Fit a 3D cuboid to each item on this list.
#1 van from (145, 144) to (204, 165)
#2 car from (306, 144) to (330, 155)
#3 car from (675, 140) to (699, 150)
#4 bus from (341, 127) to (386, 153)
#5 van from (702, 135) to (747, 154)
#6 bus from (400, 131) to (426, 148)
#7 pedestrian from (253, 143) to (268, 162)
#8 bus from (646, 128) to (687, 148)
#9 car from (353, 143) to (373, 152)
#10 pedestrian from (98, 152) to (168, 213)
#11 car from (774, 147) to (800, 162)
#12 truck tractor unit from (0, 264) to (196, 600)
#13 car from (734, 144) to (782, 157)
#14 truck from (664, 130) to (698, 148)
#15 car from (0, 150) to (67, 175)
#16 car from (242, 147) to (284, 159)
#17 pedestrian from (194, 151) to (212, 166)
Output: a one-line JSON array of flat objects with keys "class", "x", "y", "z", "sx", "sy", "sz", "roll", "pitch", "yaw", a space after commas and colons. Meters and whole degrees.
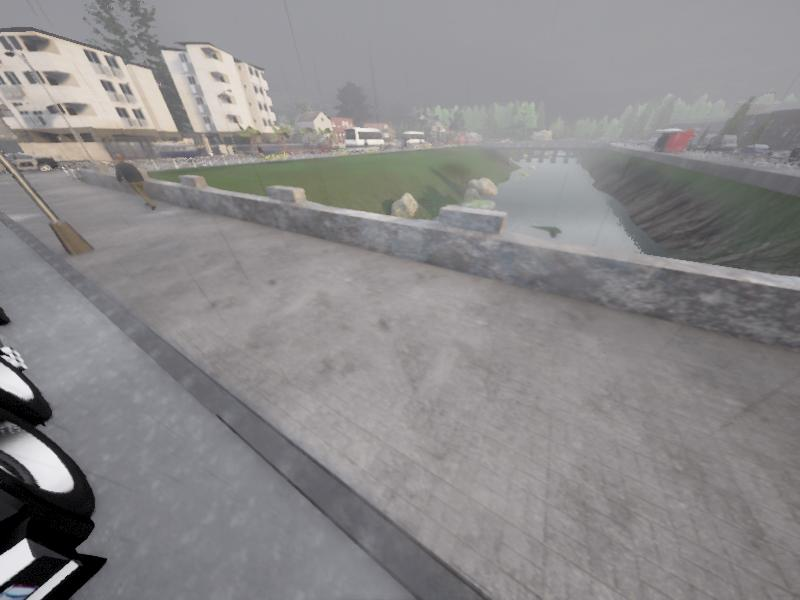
[{"class": "van", "x": -27.887, "y": -18.243, "z": 28.785, "sx": 1.775, "sy": 1.987, "sz": 4.442, "roll": 18, "pitch": 39, "yaw": 24}, {"class": "car", "x": -16.131, "y": -29.754, "z": 45.553, "sx": 1.851, "sy": 1.617, "sz": 3.988, "roll": 18, "pitch": 39, "yaw": 24}, {"class": "car", "x": 64.573, "y": -34.997, "z": 52.060, "sx": 1.905, "sy": 1.878, "sz": 3.866, "roll": 18, "pitch": 39, "yaw": 24}, {"class": "bus", "x": -7.579, "y": -34.904, "z": 50.559, "sx": 3.944, "sy": 4.253, "sz": 10.273, "roll": 18, "pitch": 39, "yaw": 24}, {"class": "van", "x": 56.547, "y": -27.325, "z": 40.483, "sx": 1.988, "sy": 2.561, "sz": 5.915, "roll": 18, "pitch": 39, "yaw": 24}, {"class": "bus", "x": 4.261, "y": -50.943, "z": 73.499, "sx": 3.944, "sy": 4.253, "sz": 10.273, "roll": 18, "pitch": 39, "yaw": 24}, {"class": "pedestrian", "x": -17.277, "y": -18.302, "z": 28.650, "sx": 0.751, "sy": 1.860, "sz": 0.751, "roll": 20, "pitch": 39, "yaw": 26}, {"class": "bus", "x": 73.906, "y": -45.114, "z": 64.424, "sx": 3.944, "sy": 4.253, "sz": 10.273, "roll": 18, "pitch": 39, "yaw": 24}, {"class": "car", "x": -8.802, "y": -37.037, "z": 55.925, "sx": 1.930, "sy": 1.638, "sz": 5.238, "roll": 18, "pitch": 39, "yaw": 24}, {"class": "pedestrian", "x": -9.593, "y": -4.261, "z": 8.381, "sx": 0.751, "sy": 1.860, "sz": 0.751, "roll": 18, "pitch": 39, "yaw": 24}, {"class": "car", "x": 46.368, "y": -16.679, "z": 26.402, "sx": 1.895, "sy": 1.301, "sz": 4.718, "roll": 18, "pitch": 39, "yaw": 24}, {"class": "truck tractor unit", "x": -5.111, "y": -0.298, "z": 0.790, "sx": 6.516, "sy": 4.208, "sz": 3.053, "roll": 18, "pitch": 39, "yaw": 24}, {"class": "car", "x": 51.185, "y": -21.525, "z": 33.193, "sx": 1.812, "sy": 1.442, "sz": 4.674, "roll": 18, "pitch": 39, "yaw": 24}, {"class": "truck", "x": 78.605, "y": -45.170, "z": 64.832, "sx": 2.891, "sy": 3.827, "sz": 8.468, "roll": 18, "pitch": 39, "yaw": 24}, {"class": "car", "x": -33.853, "y": -11.889, "z": 20.009, "sx": 1.930, "sy": 1.638, "sz": 5.238, "roll": 15, "pitch": 38, "yaw": 21}, {"class": "car", "x": -21.982, "y": -23.860, "z": 37.322, "sx": 2.033, "sy": 1.411, "sz": 5.357, "roll": 18, "pitch": 39, "yaw": 24}, {"class": "pedestrian", "x": -20.561, "y": -14.790, "z": 24.124, "sx": 0.751, "sy": 1.300, "sz": 0.751, "roll": 19, "pitch": 39, "yaw": 25}]
